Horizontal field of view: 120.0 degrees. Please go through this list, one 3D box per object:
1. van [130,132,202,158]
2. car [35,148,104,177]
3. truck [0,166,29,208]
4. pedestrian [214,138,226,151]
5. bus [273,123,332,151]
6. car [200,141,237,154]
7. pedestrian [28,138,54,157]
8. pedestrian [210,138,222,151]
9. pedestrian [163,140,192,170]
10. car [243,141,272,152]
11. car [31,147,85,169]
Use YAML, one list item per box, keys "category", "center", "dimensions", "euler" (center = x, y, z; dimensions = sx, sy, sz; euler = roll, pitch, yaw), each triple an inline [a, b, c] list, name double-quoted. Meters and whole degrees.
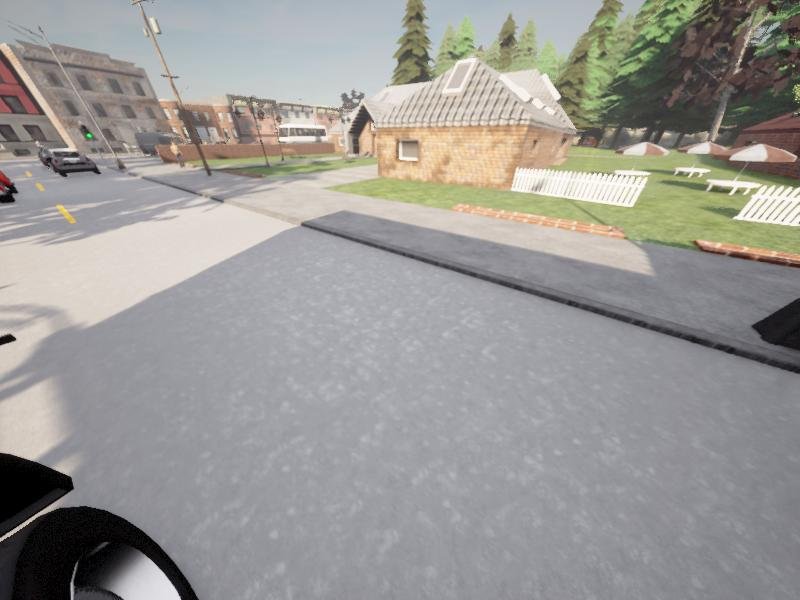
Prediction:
- category: "van"
  center: [-30.720, -20.610, 30.665]
  dimensions: [1.988, 2.561, 5.915]
  euler: [24, 42, 30]
- category: "car"
  center: [-23.183, -9.727, 16.219]
  dimensions: [3.806, 1.475, 1.970]
  euler: [22, 41, 28]
- category: "truck"
  center: [-17.522, -5.008, 8.715]
  dimensions: [5.204, 2.467, 2.627]
  euler: [22, 41, 28]
- category: "pedestrian"
  center: [-31.945, -27.680, 41.048]
  dimensions: [0.751, 1.860, 0.751]
  euler: [3, 35, 3]
- category: "bus"
  center: [-19.736, -33.712, 47.857]
  dimensions: [3.944, 4.253, 10.273]
  euler: [22, 41, 28]
- category: "car"
  center: [-29.390, -24.886, 37.549]
  dimensions: [1.851, 1.617, 3.988]
  euler: [22, 41, 28]
- category: "pedestrian"
  center: [-42.941, -18.309, 27.661]
  dimensions: [0.751, 1.860, 0.751]
  euler: [15, 38, 19]
- category: "pedestrian"
  center: [-32.413, -27.478, 40.758]
  dimensions: [0.751, 1.860, 0.751]
  euler: [11, 37, 15]
- category: "pedestrian"
  center: [-16.824, -10.992, 17.513]
  dimensions: [0.751, 1.860, 0.751]
  euler: [21, 40, 27]
- category: "car"
  center: [-25.731, -27.836, 41.832]
  dimensions: [1.845, 1.501, 3.633]
  euler: [22, 41, 28]
- category: "car"
  center: [-29.572, -12.342, 19.965]
  dimensions: [4.181, 1.385, 1.994]
  euler: [23, 41, 29]
